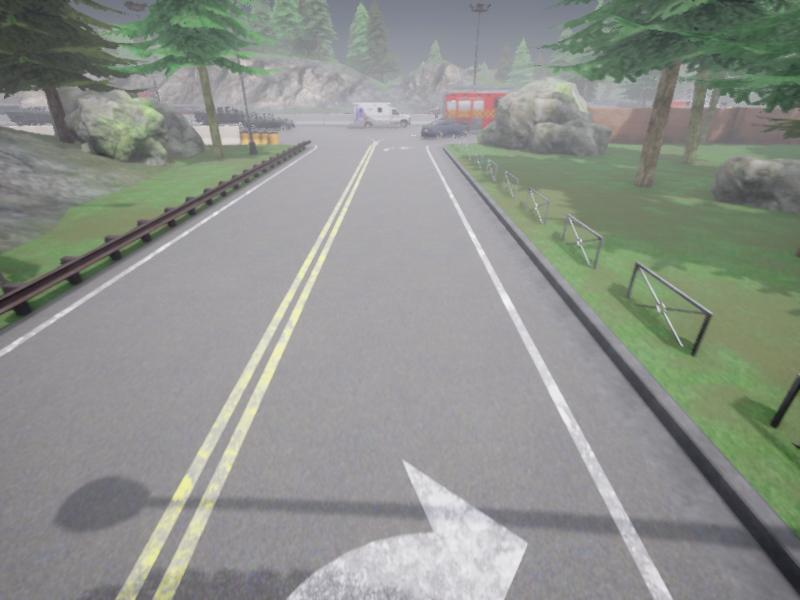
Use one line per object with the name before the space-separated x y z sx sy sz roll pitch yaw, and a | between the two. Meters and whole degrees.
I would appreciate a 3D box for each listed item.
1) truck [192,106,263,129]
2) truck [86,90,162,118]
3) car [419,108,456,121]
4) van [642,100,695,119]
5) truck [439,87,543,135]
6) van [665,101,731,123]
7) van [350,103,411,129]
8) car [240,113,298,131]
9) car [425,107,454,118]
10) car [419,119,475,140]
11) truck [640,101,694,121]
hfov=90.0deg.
truck | -18.303 -19.518 42.722 6.274 2.098 2.390 0 27 -1
truck | -41.689 -29.764 60.737 8.468 3.827 2.891 0 27 -1
car | 5.141 -25.785 55.581 5.008 1.535 1.882 0 27 -1
van | 39.434 -28.026 58.864 5.915 2.561 1.988 0 27 -1
truck | 8.042 -17.219 36.408 8.468 3.827 2.891 0 27 -1
van | 39.096 -24.760 52.664 6.366 2.431 2.351 0 27 -1
van | -2.021 -19.746 42.837 6.366 2.431 2.351 0 27 -1
car | -12.938 -17.663 39.765 4.902 1.511 2.128 -1 27 -1
car | 6.021 -28.960 61.831 4.193 1.474 1.816 0 27 -1
car | 3.889 -14.227 33.262 4.181 1.385 1.994 -15 31 -27
truck | 37.151 -26.365 55.745 5.204 2.467 2.627 0 27 -1
